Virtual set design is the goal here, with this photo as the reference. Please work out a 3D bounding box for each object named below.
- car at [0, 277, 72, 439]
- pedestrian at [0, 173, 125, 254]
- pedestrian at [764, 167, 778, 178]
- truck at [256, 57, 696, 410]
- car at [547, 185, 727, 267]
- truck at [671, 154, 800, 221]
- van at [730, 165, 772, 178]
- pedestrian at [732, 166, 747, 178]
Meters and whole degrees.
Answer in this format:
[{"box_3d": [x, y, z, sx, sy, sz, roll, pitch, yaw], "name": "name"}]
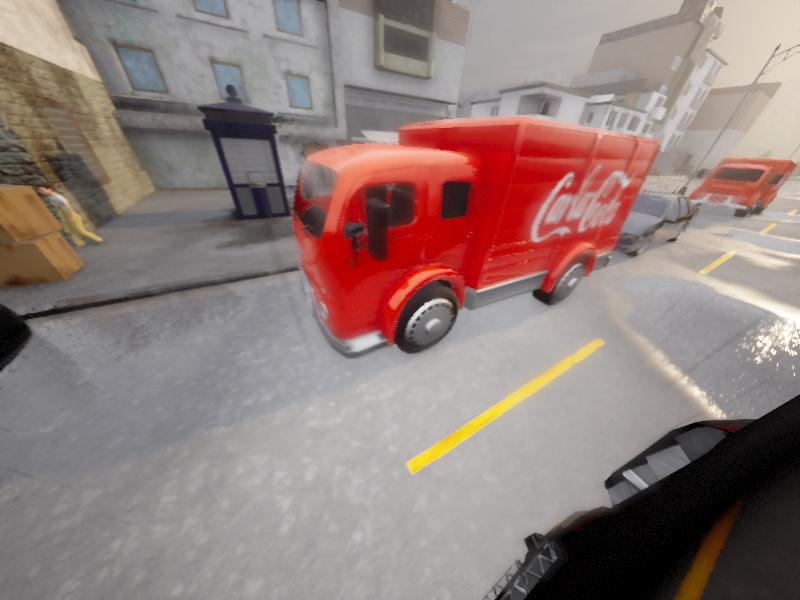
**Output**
[{"box_3d": [-5.555, 1.046, 0.545, 4.974, 1.542, 2.038, -16, 38, -26], "name": "car"}, {"box_3d": [-6.612, -1.735, 4.612, 0.751, 1.300, 0.751, 13, 35, 15], "name": "pedestrian"}, {"box_3d": [80.556, -27.697, 50.155, 0.751, 1.860, 0.751, -10, 36, -19], "name": "pedestrian"}, {"box_3d": [1.130, -1.241, 3.667, 5.204, 2.467, 2.627, -16, 38, -26], "name": "truck"}, {"box_3d": [7.354, -2.568, 7.141, 5.357, 1.411, 2.033, -16, 38, -26], "name": "car"}, {"box_3d": [17.634, -5.908, 12.062, 5.204, 2.467, 2.627, -14, 37, -27], "name": "truck"}, {"box_3d": [75.869, -27.823, 50.081, 1.775, 1.987, 4.442, -16, 38, -26], "name": "van"}, {"box_3d": [63.524, -23.963, 43.194, 0.751, 1.860, 0.751, -24, 42, -34], "name": "pedestrian"}]
